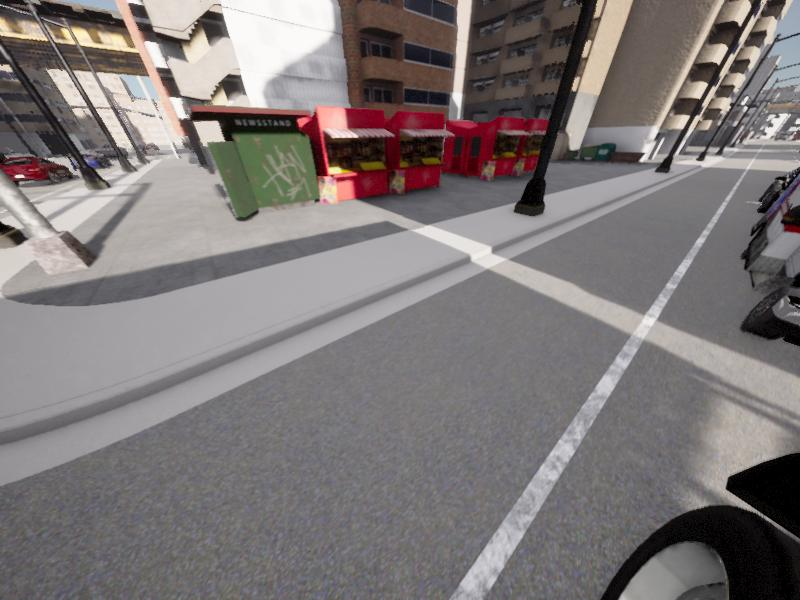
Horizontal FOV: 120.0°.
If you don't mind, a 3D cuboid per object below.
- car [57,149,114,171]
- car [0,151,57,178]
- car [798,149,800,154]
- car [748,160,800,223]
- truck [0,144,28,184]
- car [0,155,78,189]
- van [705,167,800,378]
[{"bbox_3d":[-30.401,-13.741,22.567,2.163,1.488,4.792,-25,42,-30],"label":"car"},{"bbox_3d":[-31.554,-11.269,19.085,2.163,1.488,4.792,-24,41,-29],"label":"car"},{"bbox_3d":[68.647,-25.314,38.228,4.611,1.667,2.242,-25,42,-29],"label":"car"},{"bbox_3d":[15.054,-3.999,8.360,4.902,1.511,2.128,-24,41,-30],"label":"car"},{"bbox_3d":[-27.221,-8.261,14.207,2.390,2.098,6.274,-24,41,-29],"label":"truck"},{"bbox_3d":[-23.106,-8.226,14.650,1.812,1.442,4.674,-24,41,-29],"label":"car"},{"bbox_3d":[7.382,-1.012,3.253,6.366,2.431,2.351,-24,41,-30],"label":"van"}]
